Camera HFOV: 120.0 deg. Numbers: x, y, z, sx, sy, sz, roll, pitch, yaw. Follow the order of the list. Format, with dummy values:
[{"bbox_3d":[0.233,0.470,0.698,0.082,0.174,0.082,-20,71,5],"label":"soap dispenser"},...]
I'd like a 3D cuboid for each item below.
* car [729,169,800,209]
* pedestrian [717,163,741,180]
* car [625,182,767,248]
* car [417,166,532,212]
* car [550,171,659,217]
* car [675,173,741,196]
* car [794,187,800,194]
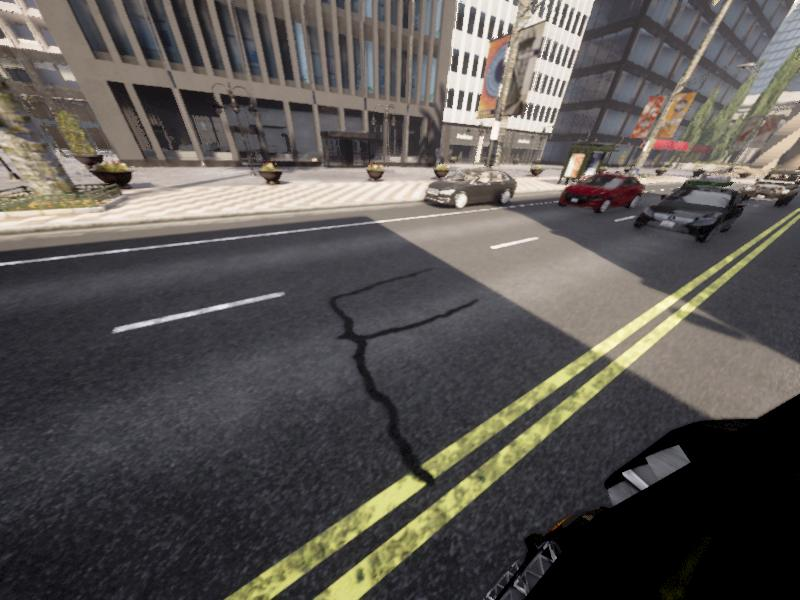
[{"bbox_3d":[23.357,-7.036,14.468,3.866,1.878,1.905,-15,37,-25],"label":"car"},{"bbox_3d":[42.944,-16.754,30.202,0.751,1.860,0.751,-2,34,-7],"label":"pedestrian"},{"bbox_3d":[10.520,-3.208,8.215,4.674,1.442,1.812,-16,38,-26],"label":"car"},{"bbox_3d":[3.515,-5.421,11.009,4.892,1.521,2.231,-16,38,-26],"label":"car"},{"bbox_3d":[9.997,-5.325,11.298,5.008,1.535,1.882,-16,38,-26],"label":"car"},{"bbox_3d":[25.068,-9.467,18.803,4.718,1.301,1.895,-15,37,-24],"label":"car"},{"bbox_3d":[40.336,-10.662,20.950,5.566,2.045,2.150,-5,34,-10],"label":"car"}]
